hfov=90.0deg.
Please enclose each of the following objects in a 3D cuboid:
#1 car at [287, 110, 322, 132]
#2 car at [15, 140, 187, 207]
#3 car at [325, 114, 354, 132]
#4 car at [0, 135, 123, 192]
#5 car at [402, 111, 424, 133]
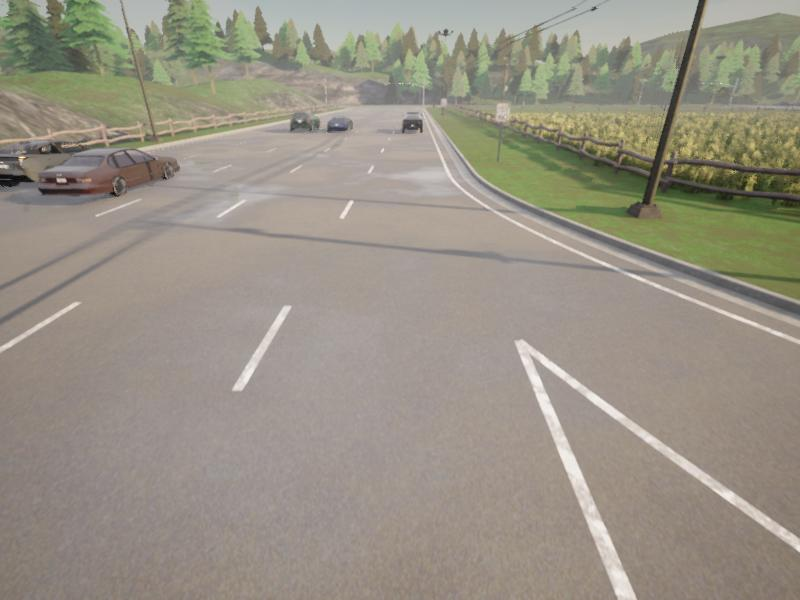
[{"bbox_3d":[-9.258,-17.619,39.222,2.097,1.767,4.553,1,27,2],"label":"car"},{"bbox_3d":[-10.239,-4.753,14.471,2.033,1.411,5.357,1,27,2],"label":"car"},{"bbox_3d":[-5.775,-17.178,38.818,1.994,1.385,4.181,1,27,2],"label":"car"},{"bbox_3d":[-13.689,-5.527,15.847,2.007,1.525,4.514,1,27,2],"label":"car"},{"bbox_3d":[1.233,-17.192,38.532,1.930,1.638,5.238,1,27,2],"label":"car"}]
